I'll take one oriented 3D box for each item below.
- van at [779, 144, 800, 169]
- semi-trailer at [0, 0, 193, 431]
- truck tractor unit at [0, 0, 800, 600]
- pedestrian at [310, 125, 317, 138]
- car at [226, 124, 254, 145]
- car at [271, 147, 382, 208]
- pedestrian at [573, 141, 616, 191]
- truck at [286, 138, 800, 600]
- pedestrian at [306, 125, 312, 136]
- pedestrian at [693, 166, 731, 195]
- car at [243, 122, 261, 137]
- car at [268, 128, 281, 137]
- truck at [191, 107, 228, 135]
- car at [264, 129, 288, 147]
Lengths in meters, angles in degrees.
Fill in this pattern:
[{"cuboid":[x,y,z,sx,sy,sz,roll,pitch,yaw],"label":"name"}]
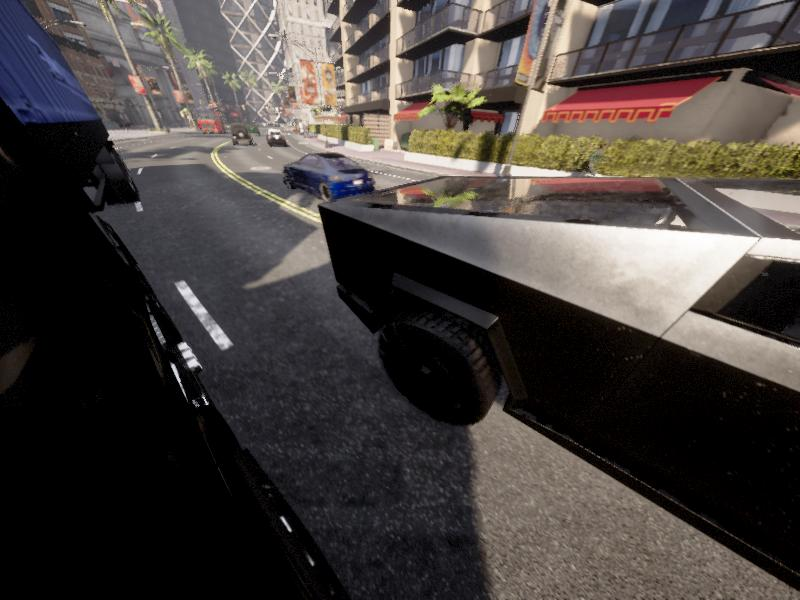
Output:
[{"cuboid":[47.668,-15.518,25.166,1.988,2.561,5.915,-14,40,-20],"label":"van"},{"cuboid":[-8.260,-3.856,4.634,2.717,4.402,14.254,-29,47,-34],"label":"semi-trailer"},{"cuboid":[-2.645,-0.295,0.351,6.516,4.208,3.053,28,44,30],"label":"truck tractor unit"},{"cuboid":[-15.610,-30.322,41.554,0.751,1.860,0.751,-14,40,-21],"label":"pedestrian"},{"cuboid":[-18.233,-19.045,26.542,1.905,1.878,3.866,-14,40,-21],"label":"car"},{"cuboid":[-2.861,-4.885,8.897,4.181,1.385,1.994,31,45,33],"label":"car"},{"cuboid":[8.714,-6.025,10.404,0.751,1.860,0.751,25,42,27],"label":"pedestrian"},{"cuboid":[2.423,0.439,1.458,6.274,2.098,2.390,26,43,28],"label":"truck"},{"cuboid":[-18.153,-33.836,46.118,0.751,1.860,0.751,-14,40,-21],"label":"pedestrian"},{"cuboid":[14.695,-5.646,10.911,0.500,1.100,0.500,26,42,28],"label":"pedestrian"},{"cuboid":[-27.157,-31.487,42.573,2.150,2.045,5.566,-14,40,-21],"label":"car"},{"cuboid":[-24.747,-33.045,45.434,1.895,1.301,4.718,-13,39,-20],"label":"car"},{"cuboid":[-35.800,-33.904,43.815,2.891,3.827,8.468,-13,39,-20],"label":"truck"},{"cuboid":[-14.465,-18.923,26.950,1.970,1.475,3.806,-15,40,-22],"label":"car"}]
